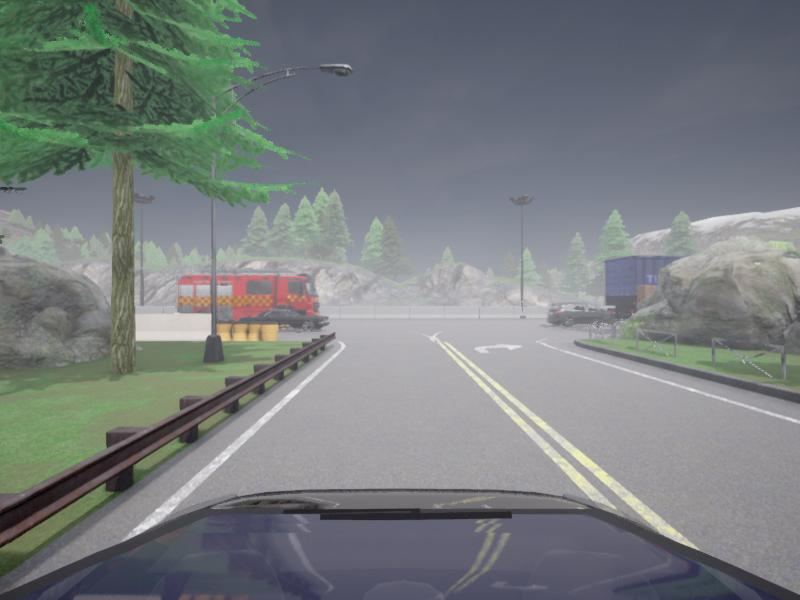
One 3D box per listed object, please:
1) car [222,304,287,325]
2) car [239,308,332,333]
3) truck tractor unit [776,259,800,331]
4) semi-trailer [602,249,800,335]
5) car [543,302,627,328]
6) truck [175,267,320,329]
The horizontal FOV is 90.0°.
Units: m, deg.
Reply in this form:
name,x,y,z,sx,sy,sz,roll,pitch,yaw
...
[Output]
name,x,y,z,sx,sy,sz,roll,pitch,yaw
car,-10.833,1.061,29.921,4.193,1.474,1.816,0,0,-1
car,-6.422,1.148,22.765,4.718,1.301,1.895,0,0,5
truck tractor unit,26.826,-0.320,23.580,6.516,4.208,3.053,0,0,-2
semi-trailer,18.962,-0.418,22.743,14.254,4.402,2.717,0,0,-7
car,12.292,0.962,26.824,4.611,1.667,2.242,0,0,-1
truck,-9.758,-0.116,26.397,8.468,3.827,2.891,0,0,-1
